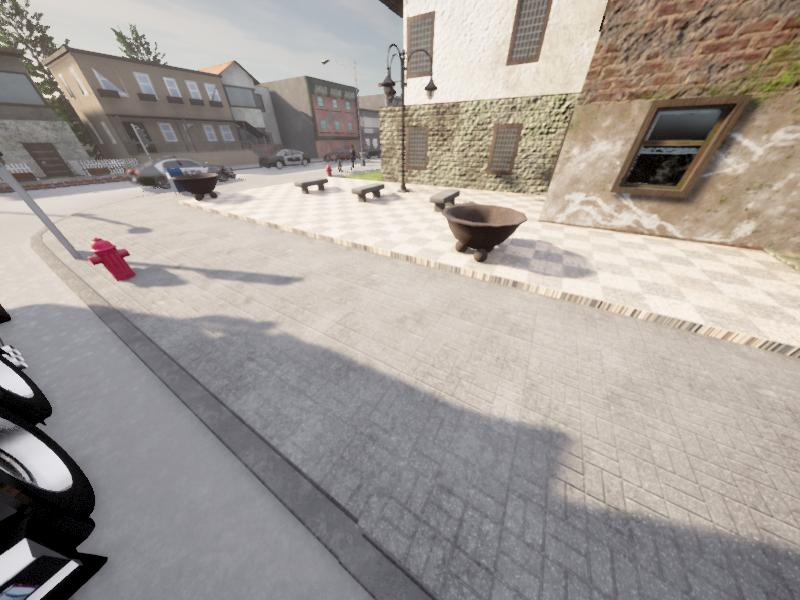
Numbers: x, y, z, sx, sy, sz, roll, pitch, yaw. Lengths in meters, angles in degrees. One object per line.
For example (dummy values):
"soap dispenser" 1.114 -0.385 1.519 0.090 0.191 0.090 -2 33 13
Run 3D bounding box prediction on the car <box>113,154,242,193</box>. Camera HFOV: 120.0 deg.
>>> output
"car" -12.807 -7.709 13.805 2.038 1.542 4.974 18 39 25

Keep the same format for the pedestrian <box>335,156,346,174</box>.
"pedestrian" -4.439 -10.078 17.282 0.500 1.100 0.500 26 43 32

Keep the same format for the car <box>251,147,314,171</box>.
"car" -11.223 -13.901 22.585 1.930 1.638 5.238 18 39 24

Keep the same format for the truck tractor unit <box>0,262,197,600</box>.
"truck tractor unit" -5.109 -0.302 0.785 6.516 4.208 3.053 18 39 24
